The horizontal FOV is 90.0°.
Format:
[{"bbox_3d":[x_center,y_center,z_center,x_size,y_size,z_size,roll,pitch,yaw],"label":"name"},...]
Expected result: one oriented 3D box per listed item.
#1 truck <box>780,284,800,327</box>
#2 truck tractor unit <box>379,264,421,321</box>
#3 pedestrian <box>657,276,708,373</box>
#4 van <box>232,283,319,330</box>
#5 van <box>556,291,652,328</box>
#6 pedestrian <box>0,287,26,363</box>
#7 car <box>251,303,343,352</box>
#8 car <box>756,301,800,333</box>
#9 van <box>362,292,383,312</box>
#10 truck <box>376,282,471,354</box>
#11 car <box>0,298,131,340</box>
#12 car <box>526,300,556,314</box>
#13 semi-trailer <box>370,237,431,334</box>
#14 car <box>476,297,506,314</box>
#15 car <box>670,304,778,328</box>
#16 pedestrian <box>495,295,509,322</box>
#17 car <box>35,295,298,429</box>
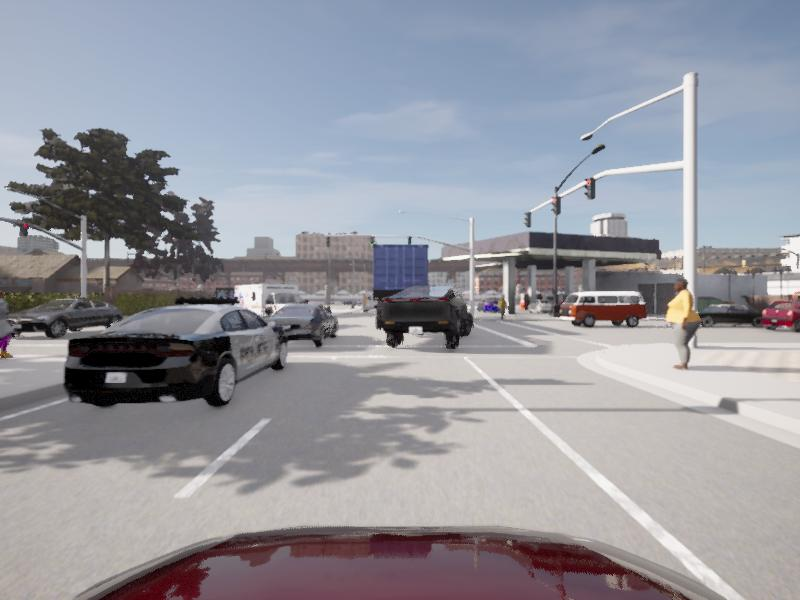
[{"bbox_3d":[25.850,0.308,23.164,5.204,2.467,2.627,0,0,-1],"label":"truck"},{"bbox_3d":[0.008,-0.593,33.147,3.053,4.208,6.516,0,0,0],"label":"truck tractor unit"},{"bbox_3d":[5.772,0.468,8.173,0.751,1.860,0.751,0,0,44],"label":"pedestrian"},{"bbox_3d":[-7.479,0.328,23.540,2.351,2.431,6.366,0,0,-43],"label":"van"},{"bbox_3d":[11.622,0.523,22.982,4.480,2.038,2.069,0,0,-2],"label":"van"},{"bbox_3d":[-10.151,0.616,10.074,0.751,1.860,0.751,0,0,11],"label":"pedestrian"},{"bbox_3d":[-3.493,0.864,14.792,2.033,1.411,5.357,0,0,0],"label":"car"},{"bbox_3d":[20.065,0.786,19.572,3.633,1.501,1.845,0,0,-1],"label":"car"},{"bbox_3d":[-3.485,0.269,51.628,2.351,2.431,6.366,0,0,0],"label":"van"},{"bbox_3d":[1.219,0.507,15.031,2.390,2.098,6.274,-1,1,14],"label":"truck"},{"bbox_3d":[-14.994,0.743,18.142,2.152,1.651,5.027,0,0,0],"label":"car"},{"bbox_3d":[15.467,0.707,43.942,1.970,1.475,3.806,0,0,0],"label":"car"},{"bbox_3d":[0.008,-0.671,25.233,2.717,4.402,14.254,0,0,0],"label":"semi-trailer"},{"bbox_3d":[9.722,0.548,43.181,2.242,1.667,4.611,0,0,0],"label":"car"},{"bbox_3d":[18.547,0.895,23.049,4.718,1.301,1.895,0,0,-1],"label":"car"},{"bbox_3d":[7.210,0.578,28.263,0.751,1.860,0.751,0,0,0],"label":"pedestrian"},{"bbox_3d":[-3.530,0.755,7.528,1.930,1.638,5.238,0,0,0],"label":"car"}]
